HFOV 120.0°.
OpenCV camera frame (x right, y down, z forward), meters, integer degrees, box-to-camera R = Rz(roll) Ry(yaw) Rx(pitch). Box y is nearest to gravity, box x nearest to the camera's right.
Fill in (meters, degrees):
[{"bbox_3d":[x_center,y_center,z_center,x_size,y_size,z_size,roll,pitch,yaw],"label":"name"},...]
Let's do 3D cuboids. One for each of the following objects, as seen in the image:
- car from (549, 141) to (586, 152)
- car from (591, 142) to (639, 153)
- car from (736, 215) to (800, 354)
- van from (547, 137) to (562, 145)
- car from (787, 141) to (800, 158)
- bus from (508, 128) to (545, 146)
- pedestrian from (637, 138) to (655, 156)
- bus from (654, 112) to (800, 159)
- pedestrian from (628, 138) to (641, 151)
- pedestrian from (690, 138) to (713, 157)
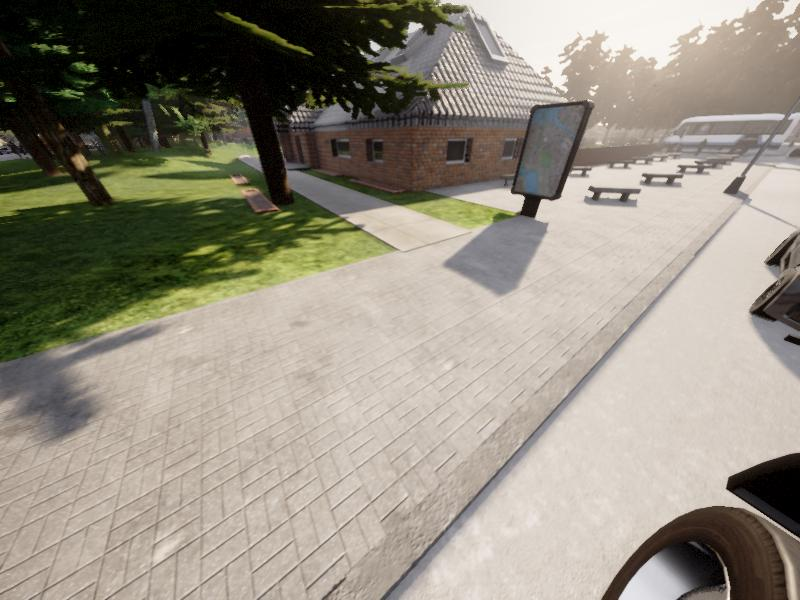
[{"bbox_3d":[31.041,-28.729,43.068,1.882,1.535,5.008,-22,41,-28],"label":"car"},{"bbox_3d":[35.258,-25.163,38.103,2.033,1.411,5.357,-22,40,-27],"label":"car"},{"bbox_3d":[7.269,-0.494,3.100,4.611,1.667,2.242,-22,41,-28],"label":"car"},{"bbox_3d":[47.624,-48.987,71.272,4.442,1.987,1.775,-23,41,-29],"label":"van"},{"bbox_3d":[50.028,-18.393,27.955,3.866,1.878,1.905,-15,38,-19],"label":"car"},{"bbox_3d":[37.649,-48.609,68.851,10.273,4.253,3.944,-22,41,-28],"label":"bus"},{"bbox_3d":[31.430,-19.564,29.552,0.751,1.860,0.751,-23,41,-29],"label":"pedestrian"},{"bbox_3d":[40.948,-20.938,29.588,10.273,4.253,3.944,29,45,35],"label":"bus"},{"bbox_3d":[40.245,-26.735,39.666,0.751,1.860,0.751,-22,41,-27],"label":"pedestrian"},{"bbox_3d":[36.484,-18.486,27.983,0.751,1.860,0.751,-13,37,-17],"label":"pedestrian"}]
